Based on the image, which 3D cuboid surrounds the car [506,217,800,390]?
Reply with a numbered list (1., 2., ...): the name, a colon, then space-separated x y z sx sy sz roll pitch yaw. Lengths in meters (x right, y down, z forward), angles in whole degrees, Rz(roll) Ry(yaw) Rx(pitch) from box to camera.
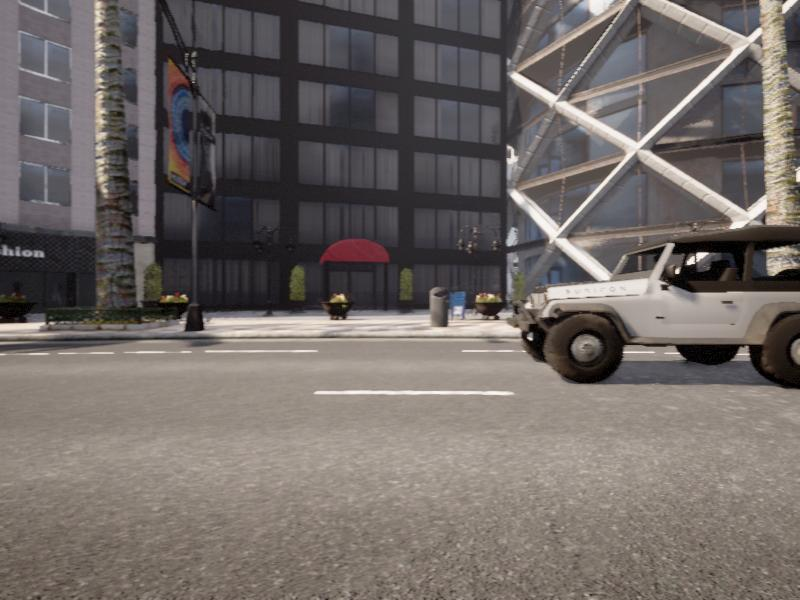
1. car: 3.548 0.041 5.405 3.866 1.878 1.905 0 0 6
